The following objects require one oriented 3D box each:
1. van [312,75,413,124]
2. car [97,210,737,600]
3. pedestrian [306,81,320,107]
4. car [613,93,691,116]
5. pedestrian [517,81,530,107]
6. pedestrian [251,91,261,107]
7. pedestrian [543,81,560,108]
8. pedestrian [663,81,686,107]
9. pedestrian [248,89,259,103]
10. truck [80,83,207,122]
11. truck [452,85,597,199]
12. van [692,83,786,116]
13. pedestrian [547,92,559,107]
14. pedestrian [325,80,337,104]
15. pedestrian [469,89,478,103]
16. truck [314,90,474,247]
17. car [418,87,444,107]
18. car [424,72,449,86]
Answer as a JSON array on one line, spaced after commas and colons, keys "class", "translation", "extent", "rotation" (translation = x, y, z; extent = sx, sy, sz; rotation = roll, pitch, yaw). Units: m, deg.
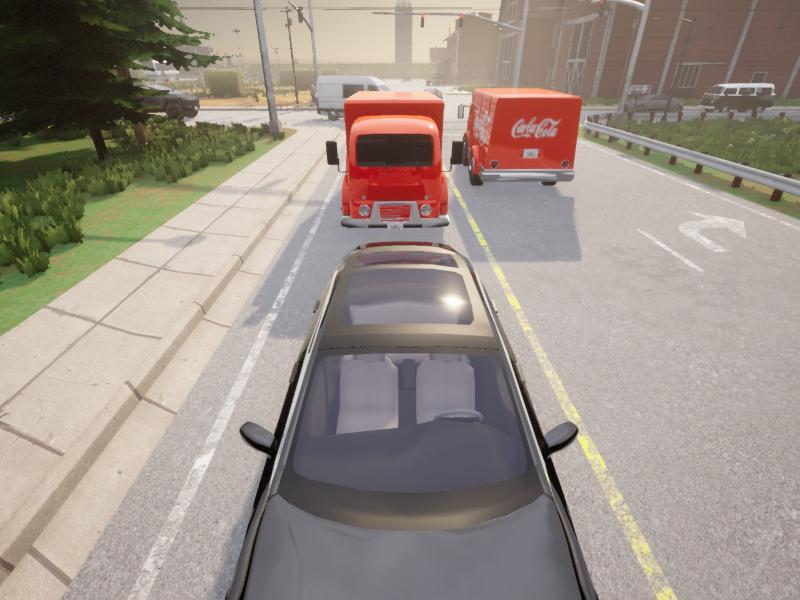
[{"class": "van", "translation": [-2.310, -12.691, 25.276], "extent": [5.915, 2.561, 1.988], "rotation": [10, 30, 16]}, {"class": "car", "translation": [0.055, 0.760, 3.240], "extent": [2.128, 1.511, 4.902], "rotation": [0, 30, 0]}, {"class": "pedestrian", "translation": [-7.169, -17.061, 33.099], "extent": [0.751, 1.860, 0.751], "rotation": [1, 30, 3]}, {"class": "car", "translation": [18.370, -14.353, 29.313], "extent": [4.181, 1.385, 1.994], "rotation": [0, 30, 0]}, {"class": "pedestrian", "translation": [10.086, -16.784, 32.635], "extent": [0.751, 1.860, 0.751], "rotation": [8, 31, 14]}, {"class": "pedestrian", "translation": [-11.932, -16.687, 33.211], "extent": [0.500, 1.100, 0.500], "rotation": [1, 30, 2]}, {"class": "pedestrian", "translation": [12.229, -16.580, 32.288], "extent": [0.751, 1.860, 0.751], "rotation": [-3, 30, -5]}, {"class": "pedestrian", "translation": [22.361, -16.773, 32.624], "extent": [0.751, 1.860, 0.751], "rotation": [0, 30, -1]}, {"class": "pedestrian", "translation": [-13.430, -18.733, 36.663], "extent": [0.500, 1.100, 0.500], "rotation": [17, 34, 26]}, {"class": "truck", "translation": [-16.494, -12.913, 26.104], "extent": [6.274, 2.098, 2.390], "rotation": [0, 30, 0]}, {"class": "truck", "translation": [3.295, -5.077, 12.270], "extent": [2.627, 2.467, 5.204], "rotation": [0, 30, -1]}, {"class": "van", "translation": [24.553, -14.641, 29.143], "extent": [4.480, 2.038, 2.069], "rotation": [0, 30, 0]}, {"class": "pedestrian", "translation": [12.635, -16.582, 33.045], "extent": [0.500, 1.100, 0.500], "rotation": [-5, 31, -8]}, {"class": "pedestrian", "translation": [-6.067, -18.405, 35.357], "extent": [0.751, 1.860, 0.751], "rotation": [-10, 32, -17]}, {"class": "pedestrian", "translation": [6.620, -18.386, 36.078], "extent": [0.500, 1.100, 0.500], "rotation": [-19, 35, -29]}, {"class": "truck", "translation": [-0.139, -3.422, 9.428], "extent": [2.627, 2.467, 5.204], "rotation": [-1, 30, -1]}, {"class": "car", "translation": [2.764, -18.642, 36.599], "extent": [1.994, 1.385, 4.181], "rotation": [0, 30, 0]}, {"class": "car", "translation": [6.284, -37.975, 68.887], "extent": [1.905, 1.878, 3.866], "rotation": [-31, 40, -33]}]
